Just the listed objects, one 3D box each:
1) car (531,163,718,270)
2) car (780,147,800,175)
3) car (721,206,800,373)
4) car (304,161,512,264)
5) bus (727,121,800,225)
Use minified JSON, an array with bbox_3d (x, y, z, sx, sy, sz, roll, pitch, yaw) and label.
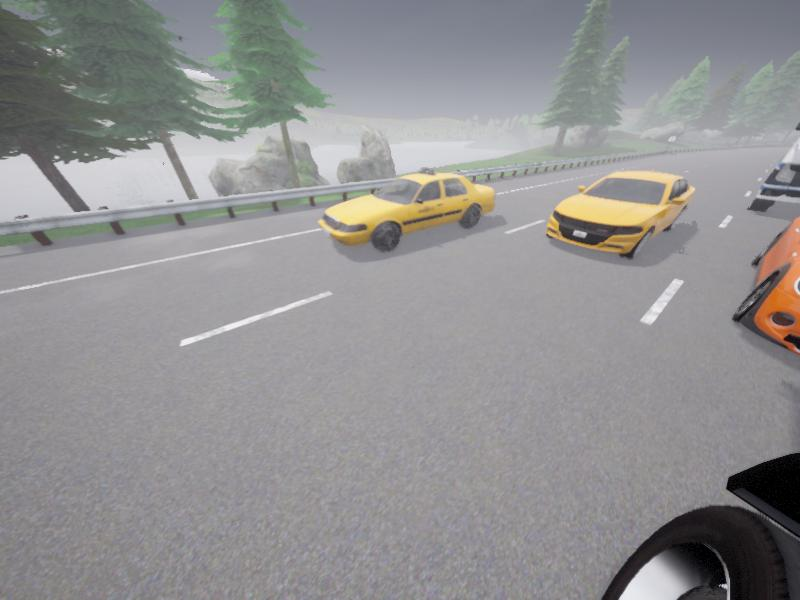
[{"bbox_3d":[5.977,-2.524,6.099,5.008,1.535,1.882,-23,41,-28],"label":"car"},{"bbox_3d":[29.194,-9.787,16.089,4.611,1.667,2.242,-23,41,-28],"label":"car"},{"bbox_3d":[6.700,-0.446,2.926,4.553,1.767,2.097,-23,41,-28],"label":"car"},{"bbox_3d":[0.503,-2.739,6.412,5.366,1.575,1.801,-23,41,-28],"label":"car"},{"bbox_3d":[16.631,-5.518,7.902,10.273,4.253,3.944,-23,41,-28],"label":"bus"}]
